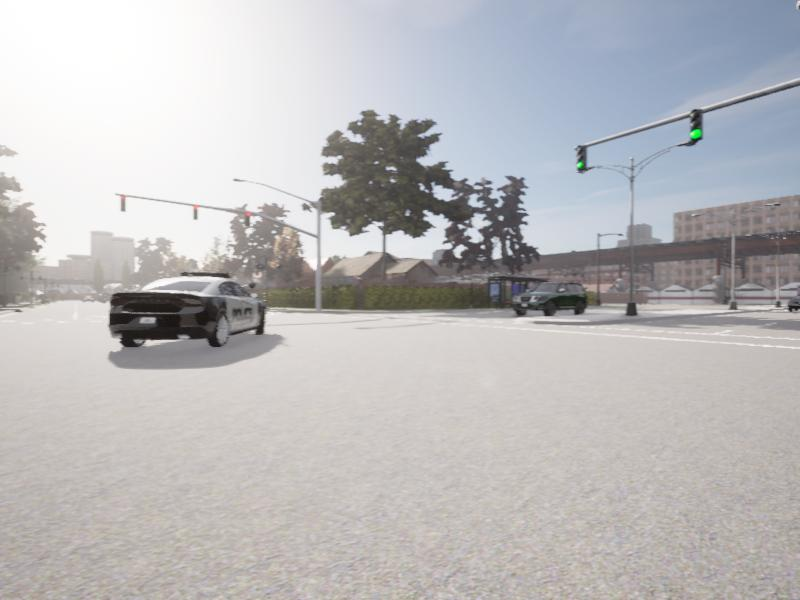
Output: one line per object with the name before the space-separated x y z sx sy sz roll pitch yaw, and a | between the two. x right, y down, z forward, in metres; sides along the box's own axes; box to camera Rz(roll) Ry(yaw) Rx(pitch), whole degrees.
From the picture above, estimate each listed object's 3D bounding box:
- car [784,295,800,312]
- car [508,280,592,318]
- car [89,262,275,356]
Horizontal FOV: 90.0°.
car | 34.298 0.278 33.776 5.357 1.411 2.033 0 0 -38
car | 9.096 -0.064 23.964 5.566 2.045 2.150 0 0 -38
car | -4.670 0.145 9.717 1.930 1.638 5.238 1 0 -4
